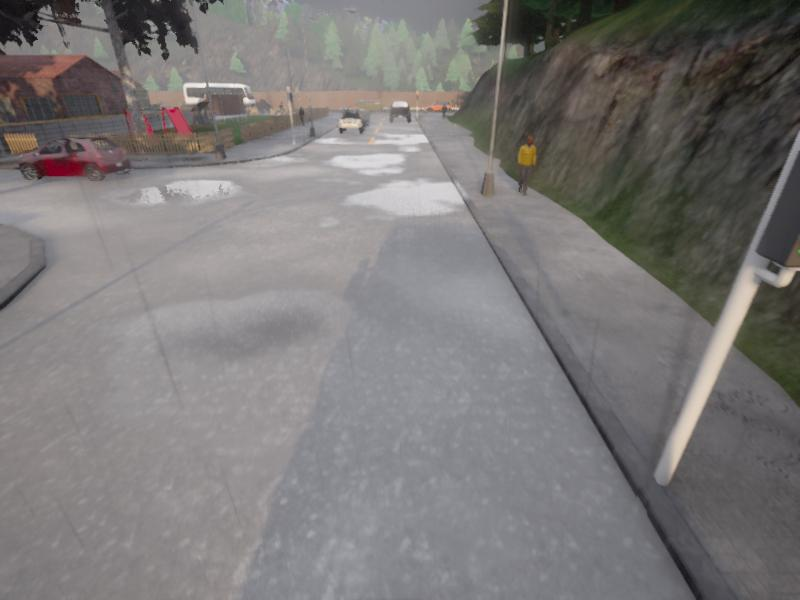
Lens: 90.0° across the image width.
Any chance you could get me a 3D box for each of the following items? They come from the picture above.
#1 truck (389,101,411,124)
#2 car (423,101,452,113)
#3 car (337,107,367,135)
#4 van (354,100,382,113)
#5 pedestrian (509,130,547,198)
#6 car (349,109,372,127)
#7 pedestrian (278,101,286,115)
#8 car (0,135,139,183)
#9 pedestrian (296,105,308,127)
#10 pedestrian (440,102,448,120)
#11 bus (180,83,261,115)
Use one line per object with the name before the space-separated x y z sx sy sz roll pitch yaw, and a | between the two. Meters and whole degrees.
truck | 0.022 -21.538 45.807 2.390 2.098 6.274 0 27 0
car | 6.265 -32.095 66.507 4.553 1.767 2.097 0 27 -1
car | -3.983 -15.122 33.671 1.932 1.855 4.605 0 27 0
van | -5.244 -32.184 66.464 4.442 1.987 1.775 0 27 0
pedestrian | 3.882 -4.148 12.240 0.751 1.860 0.751 3 28 6
car | -3.981 -18.580 40.759 1.837 1.490 4.892 0 27 0
pedestrian | -17.147 -27.964 58.190 0.751 1.860 0.751 0 27 0
car | -12.625 -5.460 15.410 3.633 1.501 1.845 1 27 3
pedestrian | -9.116 -17.142 37.310 0.751 1.860 0.751 0 27 0
pedestrian | 5.231 -22.657 47.925 0.751 1.860 0.751 0 27 0
bus | -27.782 -31.406 62.504 10.273 4.253 3.944 0 27 0
